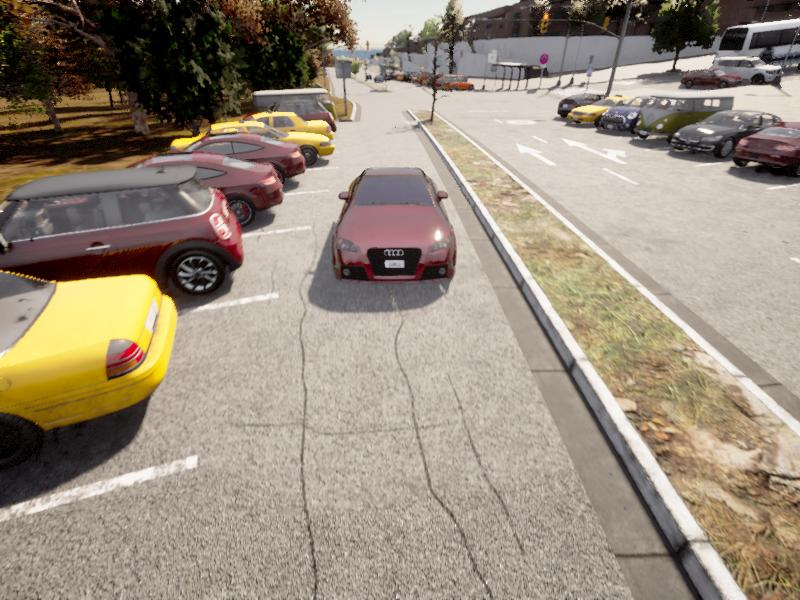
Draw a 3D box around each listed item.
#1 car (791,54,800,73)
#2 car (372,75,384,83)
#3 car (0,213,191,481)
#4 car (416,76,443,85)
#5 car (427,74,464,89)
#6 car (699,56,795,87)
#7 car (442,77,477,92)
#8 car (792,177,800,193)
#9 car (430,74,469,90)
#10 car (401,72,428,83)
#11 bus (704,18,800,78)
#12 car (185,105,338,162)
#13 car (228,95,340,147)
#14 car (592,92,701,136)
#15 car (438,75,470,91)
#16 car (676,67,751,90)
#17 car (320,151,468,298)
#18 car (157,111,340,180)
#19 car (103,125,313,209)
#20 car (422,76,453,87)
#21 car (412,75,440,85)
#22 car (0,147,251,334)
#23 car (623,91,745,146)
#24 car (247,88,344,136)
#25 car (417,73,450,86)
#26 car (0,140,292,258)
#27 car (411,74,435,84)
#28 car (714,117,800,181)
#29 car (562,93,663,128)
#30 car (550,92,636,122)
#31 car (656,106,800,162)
[{"bbox_3d":[39.540,-21.632,36.473,2.231,1.521,4.892,-20,36,-21],"label":"car"},{"bbox_3d":[-4.806,-49.091,88.873,2.033,1.411,5.357,-5,30,-8],"label":"car"},{"bbox_3d":[-4.987,0.649,3.390,5.366,1.575,1.946,-12,32,-17],"label":"car"},{"bbox_3d":[5.626,-42.074,76.714,4.792,1.488,2.163,-15,34,-25],"label":"car"},{"bbox_3d":[7.495,-36.307,66.334,5.566,2.045,2.435,-15,34,-25],"label":"car"},{"bbox_3d":[30.611,-20.402,35.595,2.435,2.045,5.566,-20,36,-21],"label":"car"},{"bbox_3d":[8.765,-31.660,58.670,4.553,1.767,2.185,-15,33,-24],"label":"car"},{"bbox_3d":[13.280,-3.536,10.538,4.674,1.452,2.002,-11,33,-19],"label":"car"},{"bbox_3d":[7.903,-34.783,63.739,5.566,2.045,2.435,-15,34,-25],"label":"car"},{"bbox_3d":[3.265,-49.793,89.368,5.566,2.045,2.435,-15,33,-25],"label":"car"},{"bbox_3d":[37.472,-25.419,40.151,10.273,4.253,3.944,-10,33,-5],"label":"bus"},{"bbox_3d":[-5.457,-6.819,16.163,5.366,1.575,1.946,-13,33,-19],"label":"car"},{"bbox_3d":[-5.402,-8.462,18.725,4.553,1.767,2.185,-13,33,-19],"label":"car"},{"bbox_3d":[12.799,-9.784,20.883,4.553,1.767,2.185,-12,33,-20],"label":"car"},{"bbox_3d":[8.269,-33.234,61.151,4.442,1.987,1.878,-15,34,-25],"label":"car"},{"bbox_3d":[27.648,-19.693,35.531,2.002,1.452,4.674,-21,36,-21],"label":"car"},{"bbox_3d":[-0.120,-1.696,7.541,1.994,1.385,4.181,-1,30,-1],"label":"car"},{"bbox_3d":[-4.989,-5.404,13.732,5.366,1.575,1.946,-12,32,-18],"label":"car"},{"bbox_3d":[-5.042,-3.833,11.136,4.674,1.452,2.002,-12,32,-18],"label":"car"},{"bbox_3d":[6.705,-39.136,71.647,5.366,1.575,1.946,-15,34,-25],"label":"car"},{"bbox_3d":[5.138,-43.587,79.240,4.892,1.521,2.231,-15,34,-25],"label":"car"},{"bbox_3d":[-4.846,-0.993,5.949,4.553,1.767,2.185,-12,32,-18],"label":"car"},{"bbox_3d":[12.820,-8.318,18.178,4.442,1.987,1.878,-12,33,-20],"label":"car"},{"bbox_3d":[-5.494,-10.060,21.257,4.442,1.987,1.878,-13,32,-19],"label":"car"},{"bbox_3d":[6.099,-40.815,74.014,5.566,2.045,2.435,-15,34,-25],"label":"car"},{"bbox_3d":[-4.946,-2.339,8.581,4.674,1.452,2.002,-12,32,-18],"label":"car"},{"bbox_3d":[4.690,-45.200,81.745,4.553,1.767,2.185,-15,34,-25],"label":"car"},{"bbox_3d":[13.172,-5.063,13.147,4.674,1.452,2.002,-11,32,-19],"label":"car"},{"bbox_3d":[12.425,-11.160,23.472,5.366,1.575,1.946,-12,33,-21],"label":"car"},{"bbox_3d":[12.589,-12.669,26.130,4.792,1.488,2.163,-12,32,-21],"label":"car"},{"bbox_3d":[13.066,-6.620,15.730,4.892,1.521,2.231,-11,33,-20],"label":"car"}]
